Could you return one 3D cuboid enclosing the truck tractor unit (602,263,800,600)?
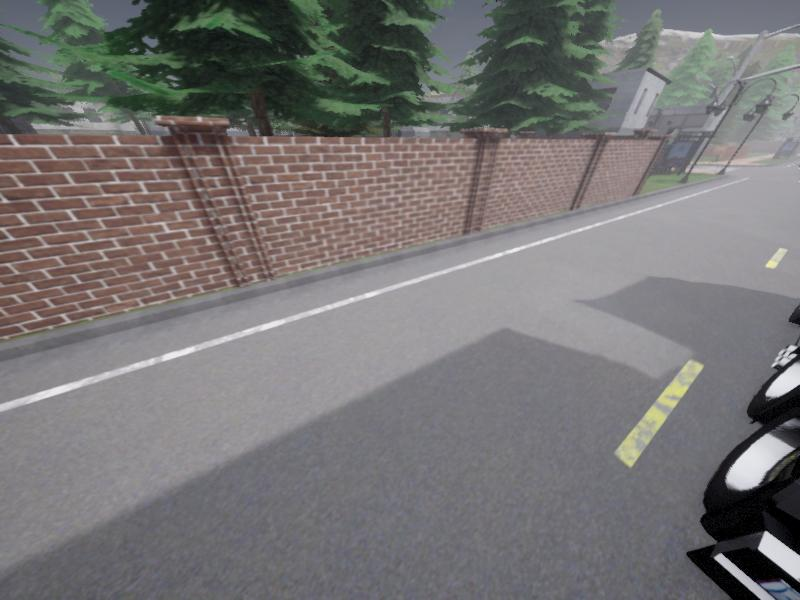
[{"bbox_3d":[5.108,-0.303,0.788,6.516,4.208,3.053,-18,39,-24],"label":"truck tractor unit"}]
